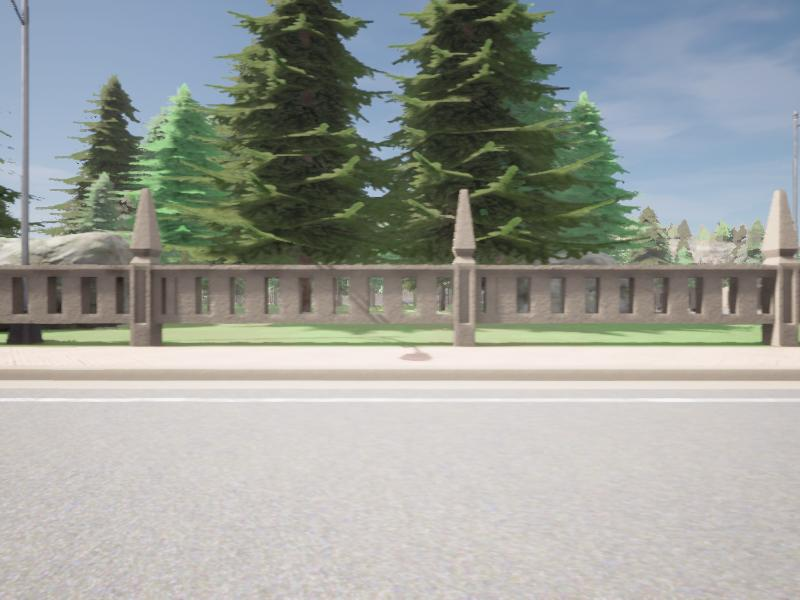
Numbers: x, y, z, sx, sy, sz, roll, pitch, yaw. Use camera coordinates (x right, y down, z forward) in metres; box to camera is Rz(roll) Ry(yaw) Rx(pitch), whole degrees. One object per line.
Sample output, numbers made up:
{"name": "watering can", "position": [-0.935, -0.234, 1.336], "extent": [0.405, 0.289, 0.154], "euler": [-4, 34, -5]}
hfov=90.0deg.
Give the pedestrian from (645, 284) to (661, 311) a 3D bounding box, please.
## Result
{"name": "pedestrian", "position": [17.454, -0.165, 27.597], "extent": [0.751, 1.860, 0.751], "euler": [0, 0, 13]}
